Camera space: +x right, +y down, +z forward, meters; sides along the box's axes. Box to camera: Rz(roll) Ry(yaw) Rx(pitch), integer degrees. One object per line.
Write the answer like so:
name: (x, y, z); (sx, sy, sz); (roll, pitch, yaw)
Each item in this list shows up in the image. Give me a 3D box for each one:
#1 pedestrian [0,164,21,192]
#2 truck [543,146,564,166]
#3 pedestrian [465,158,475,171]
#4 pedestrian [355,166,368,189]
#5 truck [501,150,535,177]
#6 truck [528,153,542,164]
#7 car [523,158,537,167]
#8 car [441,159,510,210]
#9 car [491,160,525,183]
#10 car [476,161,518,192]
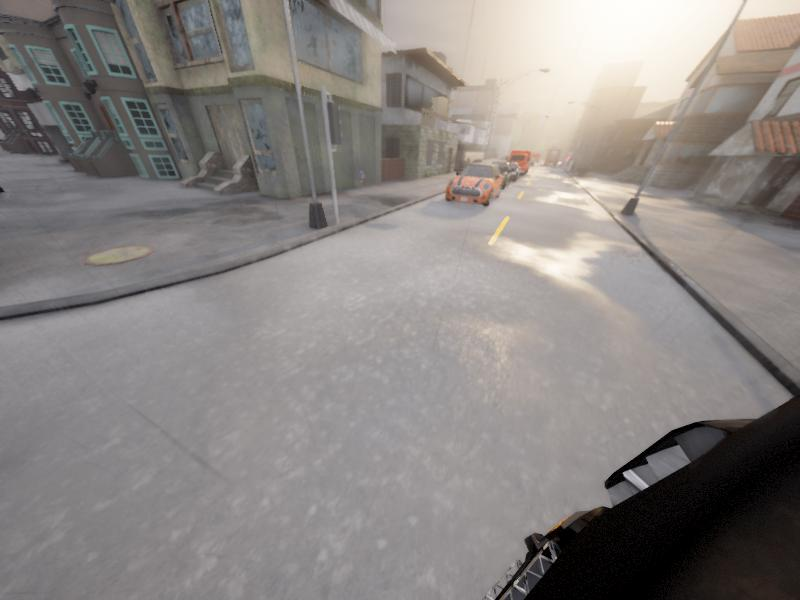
pedestrian: (-15.602, -5.079, 8.557); (0.751, 1.860, 0.751); (18, 36, 21)
truck: (37.887, -35.646, 57.239); (2.891, 3.827, 8.468); (18, 37, 22)
pedestrian: (8.711, -16.985, 28.883); (0.751, 1.300, 0.751); (0, 34, -4)
pedestrian: (-2.144, -6.840, 12.911); (0.500, 1.100, 0.500); (18, 36, 22)
truck: (14.040, -16.267, 27.372); (2.627, 2.467, 5.204); (18, 37, 22)
truck: (38.380, -40.234, 65.441); (2.627, 2.467, 5.204); (18, 37, 22)
car: (27.398, -28.995, 48.602); (2.033, 1.411, 5.357); (18, 37, 22)
car: (4.016, -6.125, 11.903); (2.097, 1.767, 4.553); (19, 37, 22)
car: (10.350, -12.261, 21.896); (2.038, 1.542, 4.974); (18, 37, 22)
car: (7.139, -9.131, 16.853); (1.851, 1.617, 3.988); (18, 37, 22)
